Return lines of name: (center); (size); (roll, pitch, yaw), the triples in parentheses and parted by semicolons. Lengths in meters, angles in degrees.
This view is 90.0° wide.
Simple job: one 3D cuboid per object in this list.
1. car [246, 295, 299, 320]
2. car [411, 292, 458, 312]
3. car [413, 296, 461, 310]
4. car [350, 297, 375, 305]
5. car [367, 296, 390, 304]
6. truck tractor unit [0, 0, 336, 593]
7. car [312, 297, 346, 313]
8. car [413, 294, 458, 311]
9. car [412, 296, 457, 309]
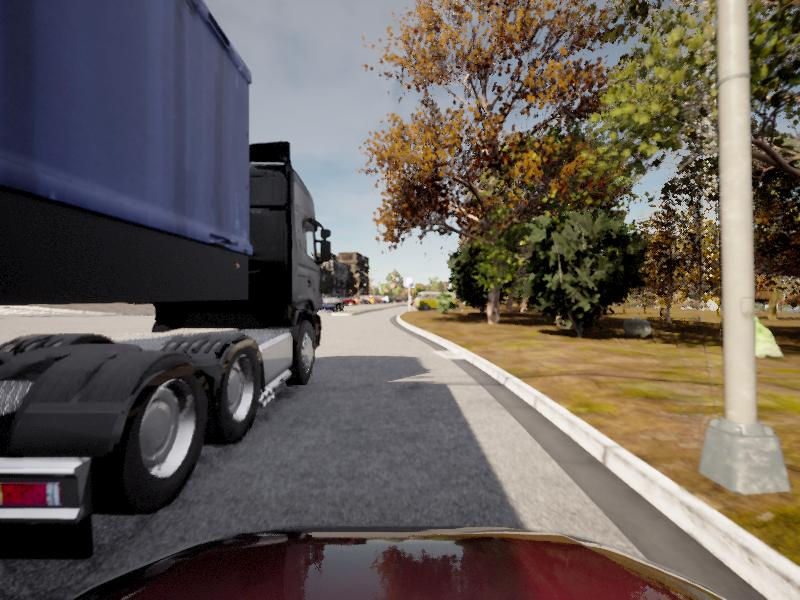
car: (-8.012, 0.479, 25.503); (1.816, 1.474, 4.193); (1, -1, 3)
car: (3.584, 0.185, 41.866); (4.442, 1.987, 1.878); (1, 1, -15)
car: (4.421, 0.383, 47.842); (5.366, 1.575, 1.946); (1, 0, -14)
car: (-8.498, 0.250, 89.815); (5.366, 1.575, 1.946); (-1, 0, -10)
car: (-5.664, -0.072, 104.654); (5.566, 2.045, 2.435); (-1, 0, -10)
truck tractor unit: (-2.943, -0.551, 5.432); (3.053, 4.208, 6.516); (0, 1, 1)
car: (-7.012, 0.468, 40.026); (2.163, 1.488, 4.792); (0, 0, 5)
car: (3.926, 0.272, 44.841); (4.553, 1.767, 2.185); (0, 0, -14)
car: (4.363, 0.365, 50.693); (5.366, 1.575, 1.946); (1, 1, -14)
